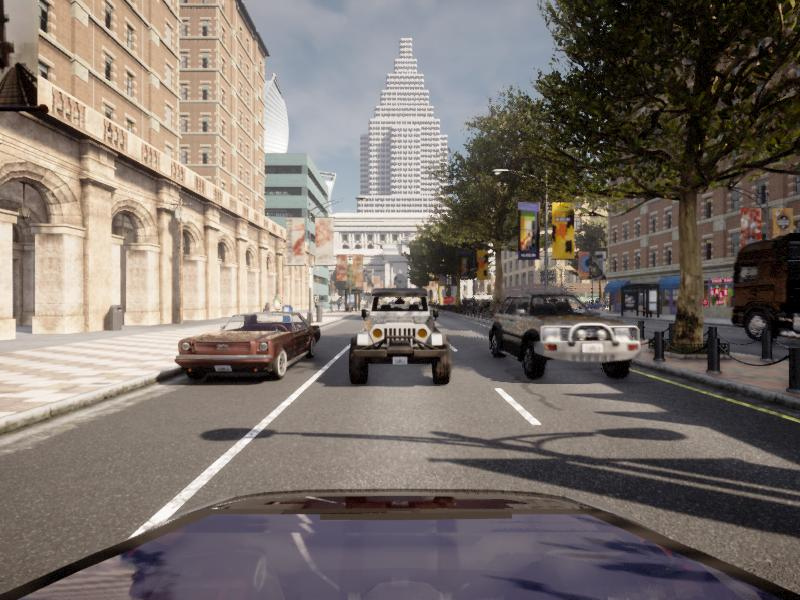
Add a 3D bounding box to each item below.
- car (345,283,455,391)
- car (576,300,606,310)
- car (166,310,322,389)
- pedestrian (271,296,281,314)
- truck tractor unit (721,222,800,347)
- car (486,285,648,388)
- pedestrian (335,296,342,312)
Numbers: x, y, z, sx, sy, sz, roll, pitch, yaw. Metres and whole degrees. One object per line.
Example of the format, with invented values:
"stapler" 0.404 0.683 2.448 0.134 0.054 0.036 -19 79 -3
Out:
"car" -0.001 0.647 8.918 1.905 1.878 3.866 0 0 0
"car" 31.224 0.797 65.391 3.988 1.617 1.851 0 0 -1
"car" -3.250 0.940 9.526 1.895 1.301 4.718 0 0 0
"pedestrian" -12.479 0.491 40.378 0.751 1.860 0.751 0 0 1
"truck tractor unit" 14.999 -0.522 13.508 3.053 4.208 6.516 0 0 0
"car" 3.499 0.653 9.521 1.932 1.855 4.605 0 0 0
"pedestrian" -7.472 0.492 48.837 0.751 1.860 0.751 0 0 0
